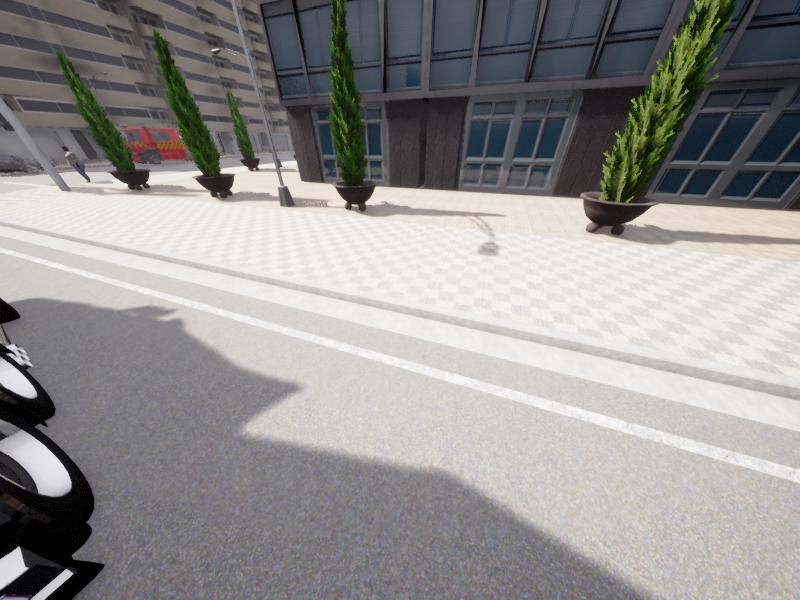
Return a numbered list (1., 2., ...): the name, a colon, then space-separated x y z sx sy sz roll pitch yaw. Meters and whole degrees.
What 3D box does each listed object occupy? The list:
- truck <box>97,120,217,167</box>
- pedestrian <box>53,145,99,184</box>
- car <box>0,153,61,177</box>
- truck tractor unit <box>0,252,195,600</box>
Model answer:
1. truck: -27.029 -18.047 26.669 2.891 3.827 8.468 12 37 17
2. pedestrian: -18.642 -7.816 13.326 0.751 1.860 0.751 25 42 31
3. car: -31.364 -10.469 17.948 2.033 1.411 5.357 14 37 19
4. truck tractor unit: -5.090 -0.321 0.809 6.516 4.208 3.053 19 39 25
